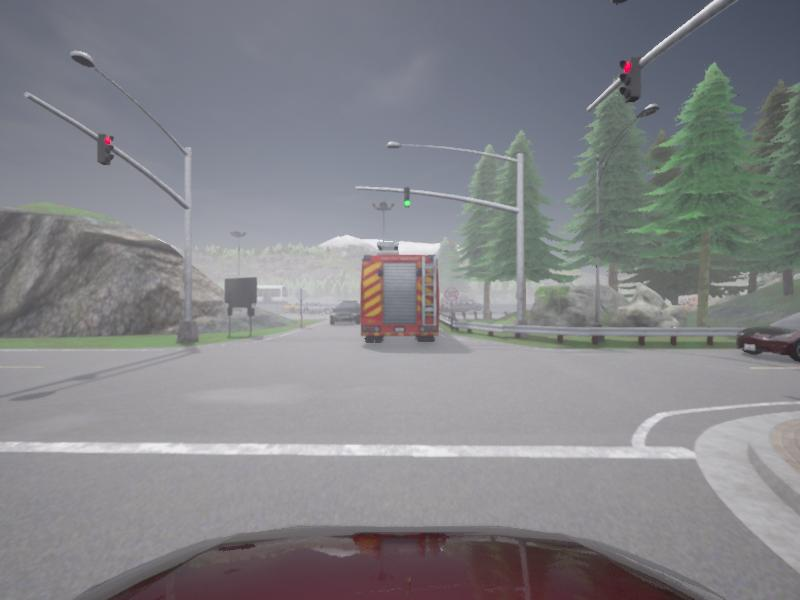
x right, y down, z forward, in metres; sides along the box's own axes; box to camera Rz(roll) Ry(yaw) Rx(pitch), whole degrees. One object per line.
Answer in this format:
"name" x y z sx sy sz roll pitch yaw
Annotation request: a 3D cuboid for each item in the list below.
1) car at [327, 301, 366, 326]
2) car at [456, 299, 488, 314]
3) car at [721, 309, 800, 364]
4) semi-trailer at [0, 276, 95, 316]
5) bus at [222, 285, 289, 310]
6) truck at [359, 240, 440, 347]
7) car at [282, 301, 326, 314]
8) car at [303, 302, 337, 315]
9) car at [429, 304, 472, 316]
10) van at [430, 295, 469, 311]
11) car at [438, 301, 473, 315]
"car" -3.506 0.817 27.156 2.038 1.542 4.974 0 0 0
"car" 9.462 0.824 52.902 3.866 1.878 1.905 0 0 0
"car" 13.080 1.039 12.211 4.792 1.488 2.163 0 0 1
"semi-trailer" -43.154 -0.437 45.829 14.254 4.402 2.717 0 0 0
"bus" -25.262 -0.362 70.441 10.273 4.253 3.944 0 0 0
"truck" -0.006 -0.293 18.476 2.891 3.827 8.468 0 1 0
"car" -12.719 0.979 53.004 5.366 1.575 1.801 0 0 0
"car" -9.917 1.032 49.494 3.806 1.475 1.970 0 0 0
"car" 5.740 1.124 45.919 4.718 1.301 1.895 0 0 0
"van" 7.837 0.496 63.415 5.915 2.561 1.988 0 0 0
"car" 6.806 0.967 49.413 3.988 1.617 1.851 0 0 0
